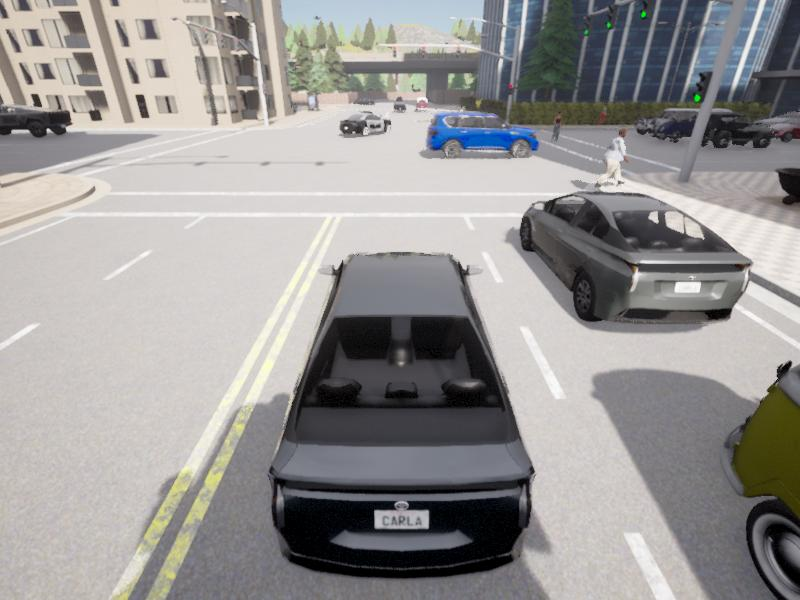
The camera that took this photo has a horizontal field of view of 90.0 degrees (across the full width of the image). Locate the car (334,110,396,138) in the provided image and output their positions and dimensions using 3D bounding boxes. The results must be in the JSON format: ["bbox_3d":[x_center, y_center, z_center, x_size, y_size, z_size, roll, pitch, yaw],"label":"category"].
[{"bbox_3d":[-2.491,-13.416,30.312,1.930,1.638,5.238,16,31,27],"label":"car"}]

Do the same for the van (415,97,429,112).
[{"bbox_3d":[3.477,-31.308,64.095,2.069,2.038,4.480,0,28,0],"label":"van"}]

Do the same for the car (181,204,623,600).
[{"bbox_3d":[0.008,0.323,4.170,2.007,1.525,4.514,0,28,0],"label":"car"}]

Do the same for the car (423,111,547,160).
[{"bbox_3d":[4.031,-8.213,19.927,5.566,2.045,2.150,0,28,-1],"label":"car"}]

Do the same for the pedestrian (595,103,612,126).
[{"bbox_3d":[18.211,-16.614,35.814,0.751,1.860,0.751,0,28,0],"label":"pedestrian"}]

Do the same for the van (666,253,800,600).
[{"bbox_3d":[3.188,1.613,1.209,1.775,1.987,4.442,2,28,3],"label":"van"}]

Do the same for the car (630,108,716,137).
[{"bbox_3d":[19.958,-13.081,29.421,4.605,1.855,1.932,0,28,-1],"label":"car"}]

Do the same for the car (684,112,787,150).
[{"bbox_3d":[19.288,-9.839,23.207,3.866,1.878,1.905,0,28,-1],"label":"car"}]

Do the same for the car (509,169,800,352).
[{"bbox_3d":[3.508,-1.056,6.808,2.007,1.525,4.514,0,28,0],"label":"car"}]

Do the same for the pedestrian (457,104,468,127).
[{"bbox_3d":[5.726,-16.913,36.711,0.751,1.860,0.751,0,28,-1],"label":"pedestrian"}]

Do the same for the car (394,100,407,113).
[{"bbox_3d":[0.006,-29.904,61.837,1.930,1.638,5.238,0,28,0],"label":"car"}]

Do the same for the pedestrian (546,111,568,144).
[{"bbox_3d":[9.858,-10.859,25.138,0.751,1.860,0.751,-1,28,-3],"label":"pedestrian"}]

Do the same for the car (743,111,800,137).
[{"bbox_3d":[28.979,-13.010,29.563,5.027,1.651,2.152,0,28,-1],"label":"car"}]

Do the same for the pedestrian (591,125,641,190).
[{"bbox_3d":[6.778,-4.485,12.622,0.751,1.860,0.751,0,28,0],"label":"pedestrian"}]

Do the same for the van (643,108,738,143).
[{"bbox_3d":[18.974,-11.501,26.284,4.442,1.987,1.775,0,28,-1],"label":"van"}]

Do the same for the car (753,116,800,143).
[{"bbox_3d":[26.459,-11.311,26.472,4.193,1.474,1.816,0,28,-1],"label":"car"}]

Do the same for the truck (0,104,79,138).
[{"bbox_3d":[-27.519,-12.916,28.859,6.274,2.098,2.390,0,28,-1],"label":"truck"}]
